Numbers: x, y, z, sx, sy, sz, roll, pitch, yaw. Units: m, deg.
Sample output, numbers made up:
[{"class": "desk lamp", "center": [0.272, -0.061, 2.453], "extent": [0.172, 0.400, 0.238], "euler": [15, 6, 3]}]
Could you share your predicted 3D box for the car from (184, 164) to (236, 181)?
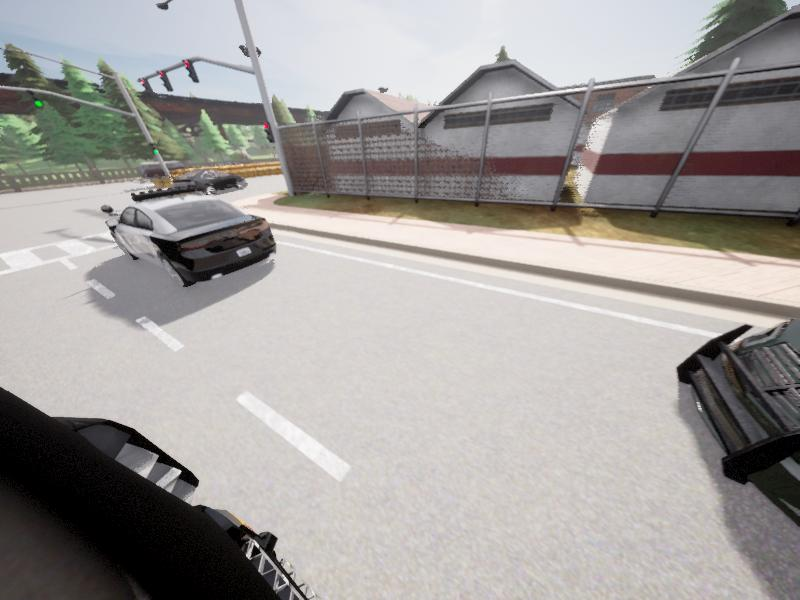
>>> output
[{"class": "car", "center": [-22.340, -15.106, 27.338], "extent": [1.994, 1.385, 4.181], "euler": [15, 37, 25]}]

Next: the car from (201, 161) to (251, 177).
[{"class": "car", "center": [-23.590, -17.912, 31.549], "extent": [2.128, 1.511, 4.902], "euler": [15, 37, 25]}]

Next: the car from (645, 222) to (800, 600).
[{"class": "car", "center": [4.589, 1.102, 0.568], "extent": [4.974, 1.542, 2.038], "euler": [16, 38, 26]}]

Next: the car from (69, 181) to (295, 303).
[{"class": "car", "center": [-5.297, -1.777, 5.596], "extent": [5.238, 1.638, 1.930], "euler": [17, 38, 27]}]

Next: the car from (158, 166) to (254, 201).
[{"class": "car", "center": [-13.015, -8.211, 16.051], "extent": [2.128, 1.511, 4.902], "euler": [2, 34, 8]}]

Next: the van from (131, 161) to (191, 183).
[{"class": "van", "center": [-29.444, -15.982, 28.661], "extent": [1.775, 1.987, 4.442], "euler": [15, 37, 25]}]
